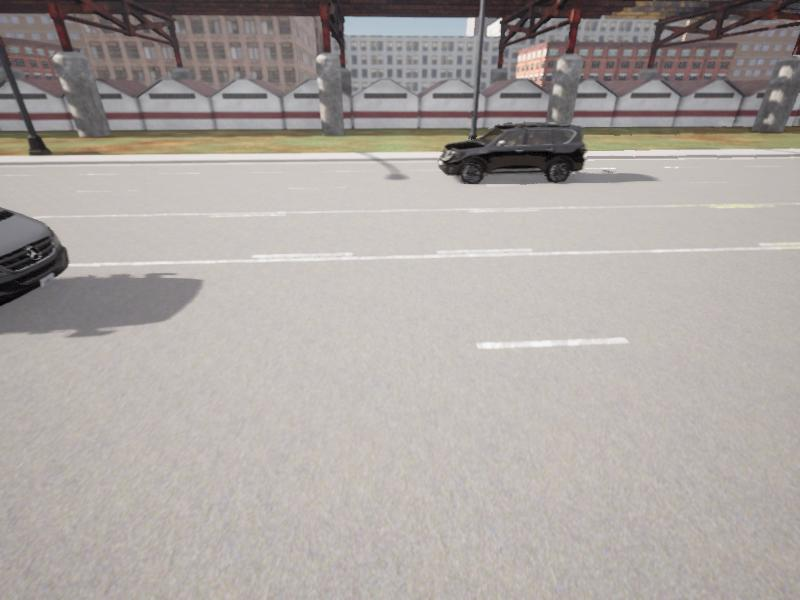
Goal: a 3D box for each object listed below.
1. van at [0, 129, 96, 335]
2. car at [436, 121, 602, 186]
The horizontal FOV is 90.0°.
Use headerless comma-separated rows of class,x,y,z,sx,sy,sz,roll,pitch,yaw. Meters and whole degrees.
van,-8.567,-1.010,5.833,5.915,2.561,1.988,-2,27,-3
car,4.376,-5.749,15.572,5.566,2.045,2.150,-2,28,-4
